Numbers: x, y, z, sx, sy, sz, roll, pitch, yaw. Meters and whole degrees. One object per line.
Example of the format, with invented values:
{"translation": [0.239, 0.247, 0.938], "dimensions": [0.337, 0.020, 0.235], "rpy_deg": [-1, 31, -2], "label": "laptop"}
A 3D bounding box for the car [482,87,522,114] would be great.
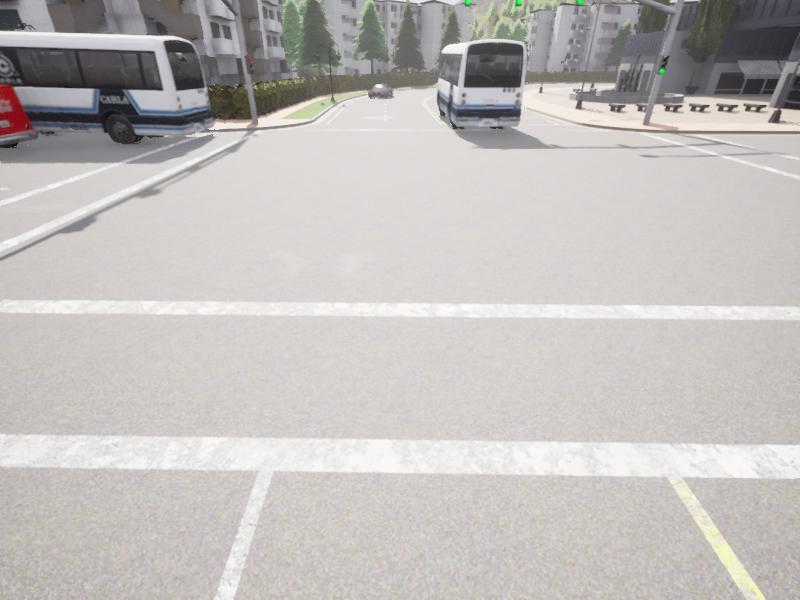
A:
{"translation": [7.647, -15.224, 30.456], "dimensions": [1.851, 1.617, 3.988], "rpy_deg": [-1, 30, -1], "label": "car"}

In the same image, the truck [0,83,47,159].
{"translation": [-17.811, -6.968, 15.485], "dimensions": [5.204, 2.467, 2.627], "rpy_deg": [1, 30, 1], "label": "truck"}

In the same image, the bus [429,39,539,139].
{"translation": [4.201, -12.752, 23.634], "dimensions": [3.944, 4.253, 10.273], "rpy_deg": [-1, 32, -1], "label": "bus"}

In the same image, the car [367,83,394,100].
{"translation": [-2.056, -22.262, 42.727], "dimensions": [1.994, 1.385, 4.181], "rpy_deg": [5, 31, 9], "label": "car"}

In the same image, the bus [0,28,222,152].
{"translation": [-14.277, -9.391, 17.879], "dimensions": [10.273, 4.253, 3.944], "rpy_deg": [2, 30, 0], "label": "bus"}
